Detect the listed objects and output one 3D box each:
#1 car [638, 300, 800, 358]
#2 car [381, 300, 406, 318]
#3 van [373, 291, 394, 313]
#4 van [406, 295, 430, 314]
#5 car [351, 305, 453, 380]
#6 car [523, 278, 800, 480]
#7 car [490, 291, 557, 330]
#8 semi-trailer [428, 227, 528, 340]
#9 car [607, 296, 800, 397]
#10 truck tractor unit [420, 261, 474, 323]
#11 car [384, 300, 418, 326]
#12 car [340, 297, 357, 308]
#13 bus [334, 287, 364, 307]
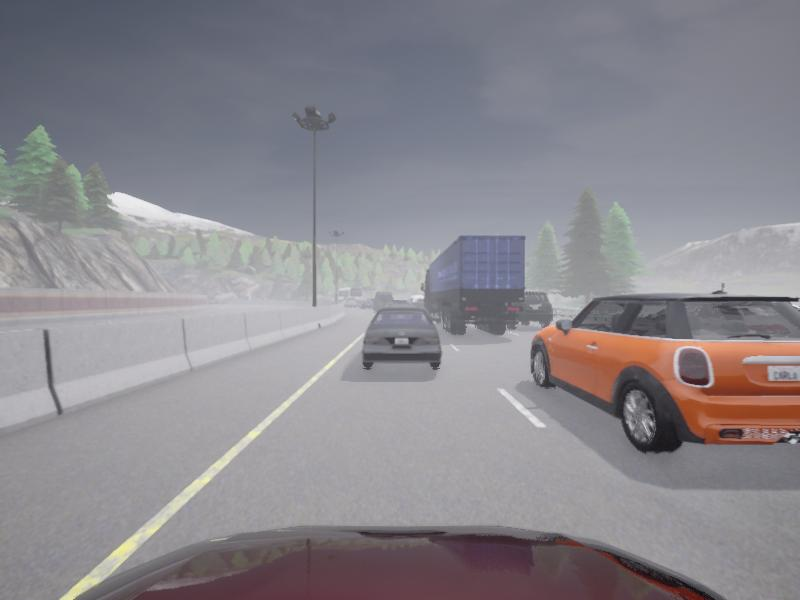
[{"bbox_3d":[10.556,0.787,13.546,1.801,1.575,5.366,0,0,0],"label":"car"},{"bbox_3d":[-0.716,0.792,38.398,2.038,1.542,4.974,0,0,-5],"label":"car"},{"bbox_3d":[-2.131,0.274,49.391,1.988,2.561,5.915,0,0,-9],"label":"van"},{"bbox_3d":[1.982,0.527,45.497,2.069,2.038,4.480,0,0,-7],"label":"van"},{"bbox_3d":[0.044,0.885,10.671,2.033,1.411,5.357,0,0,0],"label":"car"},{"bbox_3d":[3.524,0.688,5.780,2.097,1.767,4.553,0,0,0],"label":"car"},{"bbox_3d":[7.072,0.544,23.620,2.150,2.045,5.566,0,0,-1],"label":"car"},{"bbox_3d":[3.525,-0.643,22.636,2.717,4.402,14.254,0,0,-1],"label":"semi-trailer"},{"bbox_3d":[7.036,0.770,9.008,2.152,1.651,5.027,0,0,0],"label":"car"},{"bbox_3d":[3.370,-0.546,30.555,3.053,4.208,6.516,0,0,-2],"label":"truck tractor unit"},{"bbox_3d":[-0.010,0.796,26.724,2.038,1.542,4.974,0,0,-1],"label":"car"},{"bbox_3d":[-10.183,0.494,78.807,2.150,2.045,5.566,0,0,-21],"label":"car"},{"bbox_3d":[-11.724,-0.622,91.023,3.944,4.253,10.273,0,0,-25],"label":"bus"}]
